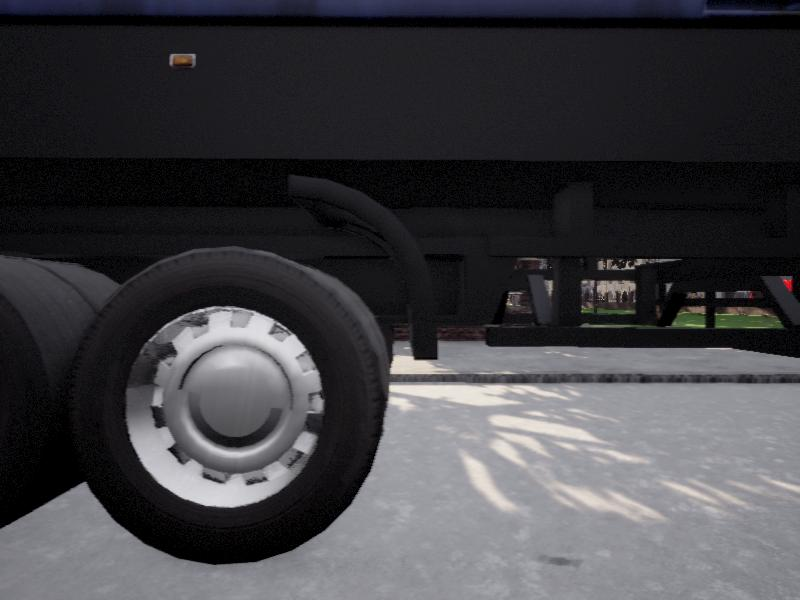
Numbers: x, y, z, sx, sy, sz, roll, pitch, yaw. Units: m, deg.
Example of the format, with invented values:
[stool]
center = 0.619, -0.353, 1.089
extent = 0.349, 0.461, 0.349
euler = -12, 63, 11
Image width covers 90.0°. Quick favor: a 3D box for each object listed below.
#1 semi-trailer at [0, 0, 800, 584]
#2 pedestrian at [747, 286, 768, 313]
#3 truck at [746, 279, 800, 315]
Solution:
[semi-trailer]
center = -4.464, -1.224, 2.740
extent = 14.254, 4.402, 2.717
euler = 0, 0, 0
[pedestrian]
center = 24.253, -0.037, 27.124
extent = 0.751, 1.860, 0.751
euler = 0, 0, 0
[truck]
center = 29.069, -0.208, 29.458
extent = 2.627, 2.467, 5.204
euler = 0, 0, 0
